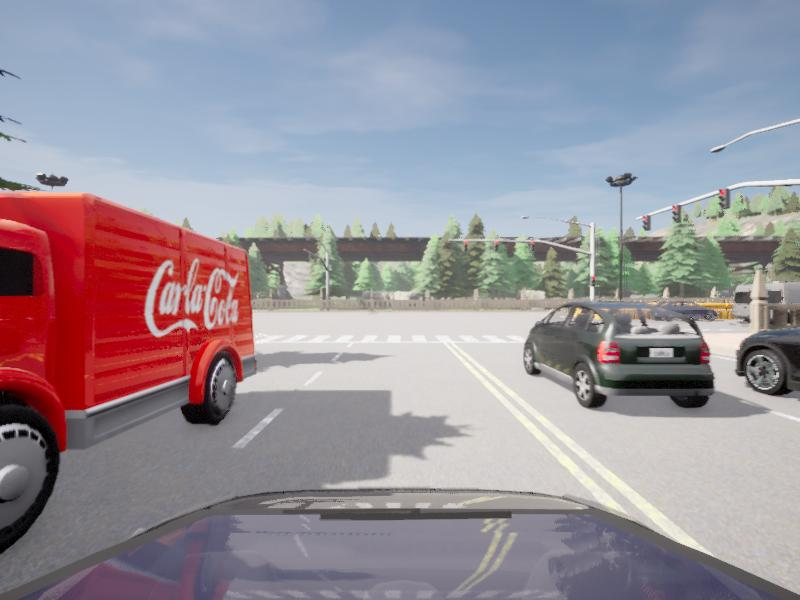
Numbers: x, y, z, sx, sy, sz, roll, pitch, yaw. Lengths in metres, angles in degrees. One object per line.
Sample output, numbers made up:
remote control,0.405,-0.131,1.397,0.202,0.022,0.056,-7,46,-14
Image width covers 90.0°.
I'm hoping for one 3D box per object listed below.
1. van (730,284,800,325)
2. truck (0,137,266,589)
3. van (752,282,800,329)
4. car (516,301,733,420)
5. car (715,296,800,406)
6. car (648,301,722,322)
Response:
van,25.353,0.287,26.132,5.915,2.561,1.988,0,0,0
truck,-3.496,0.357,3.915,2.627,2.467,5.204,0,0,0
van,23.771,0.292,22.641,5.915,2.561,1.988,0,0,0
car,3.506,0.804,7.130,1.789,1.549,3.705,0,0,0
car,7.004,0.770,5.181,2.033,1.649,4.856,0,0,0
car,21.067,0.814,29.664,4.193,1.474,1.816,0,0,0
